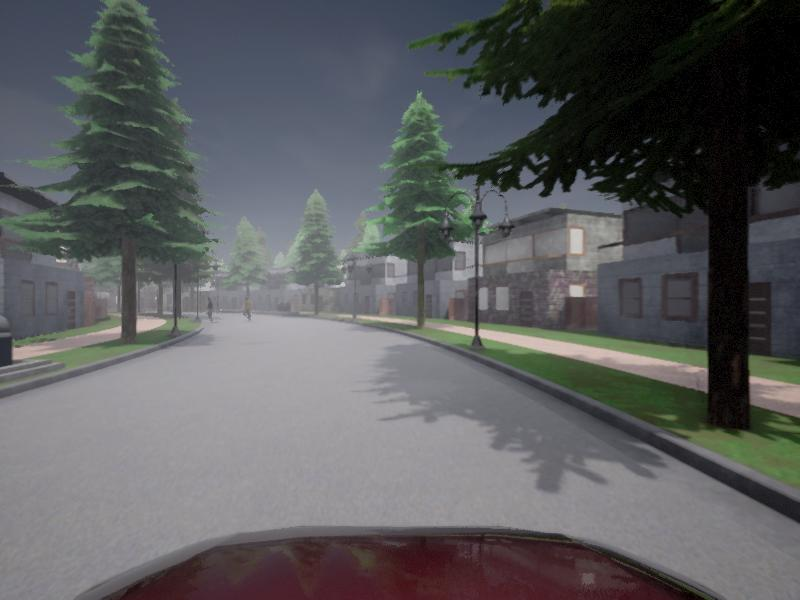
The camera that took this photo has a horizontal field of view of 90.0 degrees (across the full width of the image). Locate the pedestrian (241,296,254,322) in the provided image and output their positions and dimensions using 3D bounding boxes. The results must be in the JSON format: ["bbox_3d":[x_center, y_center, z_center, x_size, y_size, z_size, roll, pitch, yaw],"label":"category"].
[{"bbox_3d":[-11.000,0.643,28.900,0.751,1.860,0.751,0,0,-32],"label":"pedestrian"}]

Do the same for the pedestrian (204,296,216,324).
[{"bbox_3d":[-12.907,0.645,27.205,0.751,1.860,0.751,0,0,-25],"label":"pedestrian"}]
